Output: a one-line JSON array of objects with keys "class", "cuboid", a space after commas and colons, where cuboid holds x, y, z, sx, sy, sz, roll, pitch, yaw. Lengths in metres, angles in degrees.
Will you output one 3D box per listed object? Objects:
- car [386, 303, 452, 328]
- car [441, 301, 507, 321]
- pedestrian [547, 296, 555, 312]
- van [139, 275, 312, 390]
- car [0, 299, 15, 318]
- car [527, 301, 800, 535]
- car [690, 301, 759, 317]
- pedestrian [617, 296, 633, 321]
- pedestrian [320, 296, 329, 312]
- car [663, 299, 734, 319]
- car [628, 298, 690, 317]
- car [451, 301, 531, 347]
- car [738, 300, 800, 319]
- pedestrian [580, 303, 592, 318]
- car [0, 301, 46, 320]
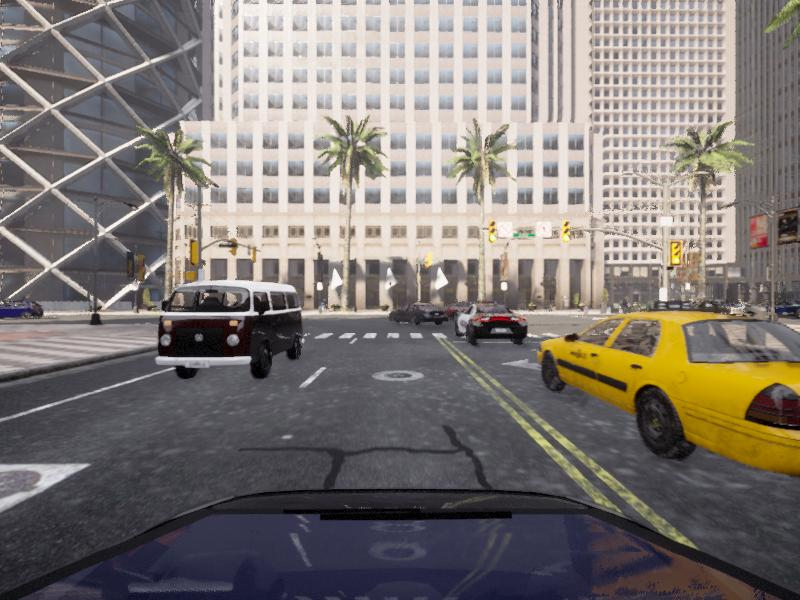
[{"class": "car", "cuboid": [1.103, 0.905, 26.236, 2.033, 1.411, 5.357, 0, 0, -26]}, {"class": "car", "cuboid": [5.761, 0.863, 31.521, 4.792, 1.488, 2.163, 0, 0, 0]}, {"class": "pedestrian", "cuboid": [17.902, 0.503, 47.425, 0.751, 1.860, 0.751, 0, 0, 1]}, {"class": "van", "cuboid": [-3.572, 0.575, 9.304, 2.069, 2.038, 4.480, 0, 0, 0]}, {"class": "car", "cuboid": [-37.365, 0.769, 35.146, 4.611, 1.667, 2.242, 0, 0, -22]}, {"class": "car", "cuboid": [3.467, 0.803, 5.385, 1.801, 1.575, 5.366, 0, 0, 0]}, {"class": "car", "cuboid": [31.129, 0.841, 38.522, 4.974, 1.542, 2.038, 0, 0, 0]}, {"class": "pedestrian", "cuboid": [16.889, 0.649, 30.080, 0.751, 1.860, 0.751, 0, 0, -5]}, {"class": "pedestrian", "cuboid": [-8.765, 0.502, 46.451, 0.751, 1.860, 0.751, 0, 0, -33]}, {"class": "car", "cuboid": [26.040, 0.769, 35.022, 4.611, 1.667, 2.242, 0, 0, 0]}, {"class": "car", "cuboid": [24.859, 0.709, 38.521, 4.553, 1.767, 2.097, 0, 0, 0]}, {"class": "car", "cuboid": [3.416, 0.833, 16.064, 2.038, 1.542, 4.974, 0, 0, -1]}, {"class": "car", "cuboid": [32.874, 0.791, 35.021, 4.856, 1.649, 2.033, 0, 0, 0]}, {"class": "pedestrian", "cuboid": [16.612, 0.931, 35.745, 0.751, 1.300, 0.751, 0, 0, -3]}, {"class": "car", "cuboid": [-32.190, 0.837, 33.251, 3.633, 1.501, 1.845, 0, 0, -15]}]
